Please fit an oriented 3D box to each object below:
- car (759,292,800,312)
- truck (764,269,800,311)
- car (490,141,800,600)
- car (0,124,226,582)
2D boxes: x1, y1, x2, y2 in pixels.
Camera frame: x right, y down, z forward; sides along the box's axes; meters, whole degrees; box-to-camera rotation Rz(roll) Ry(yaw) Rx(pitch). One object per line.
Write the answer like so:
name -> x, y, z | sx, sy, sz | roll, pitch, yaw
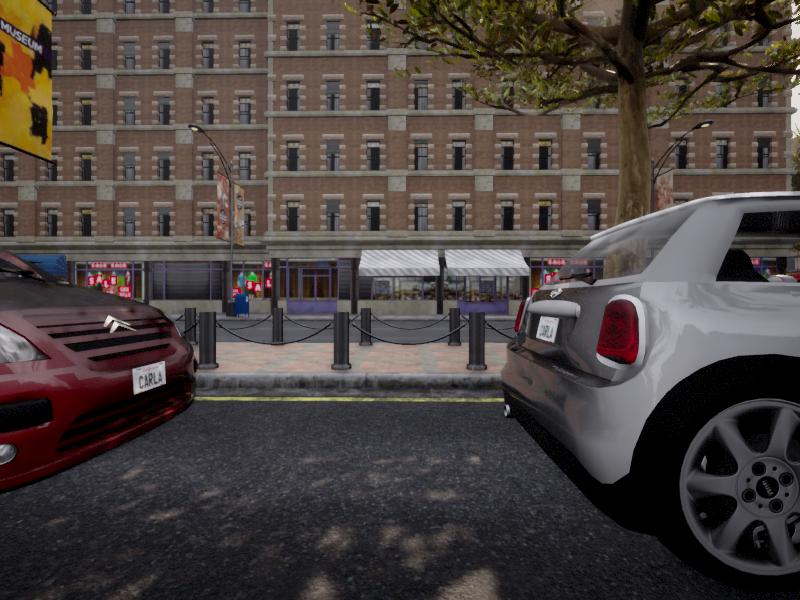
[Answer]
car -> 34.548, 0.171, 34.748 | 1.930, 1.638, 5.238 | 0, 0, 0
truck -> 38.063, -0.920, 36.045 | 2.891, 3.827, 8.468 | 0, 0, 1
car -> 2.600, 0.253, 2.173 | 3.806, 1.475, 1.970 | 0, 0, 1
car -> -3.390, 0.188, 2.287 | 3.988, 1.617, 1.851 | 0, 0, 1
